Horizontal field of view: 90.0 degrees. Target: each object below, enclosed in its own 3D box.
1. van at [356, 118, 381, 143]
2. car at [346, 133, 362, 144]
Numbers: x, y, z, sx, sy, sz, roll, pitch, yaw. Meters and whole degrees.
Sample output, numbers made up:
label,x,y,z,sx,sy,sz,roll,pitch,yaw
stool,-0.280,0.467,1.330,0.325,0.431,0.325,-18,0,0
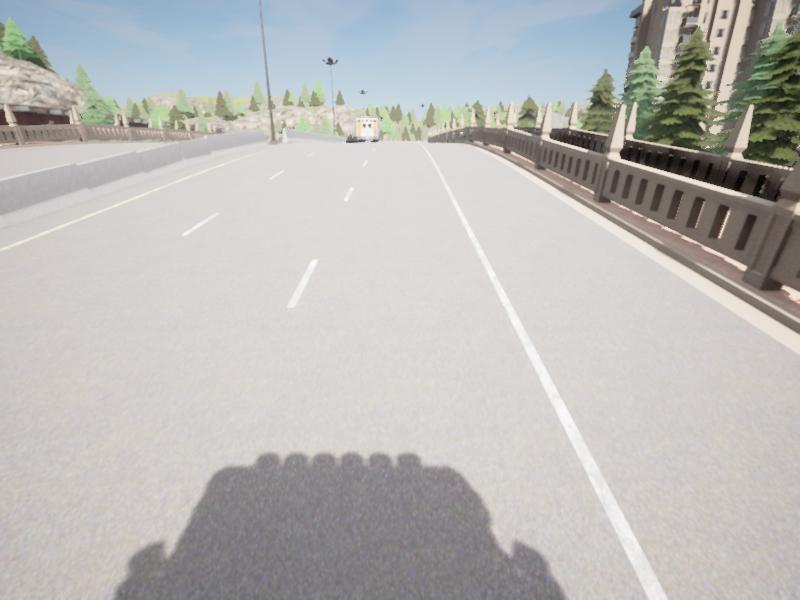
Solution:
label,x,y,z,sx,sy,sz,roll,pitch,yaw
van,-3.513,-19.210,45.638,2.351,2.431,6.366,0,21,0
car,-7.019,-24.757,61.353,1.970,1.475,3.806,0,21,0
